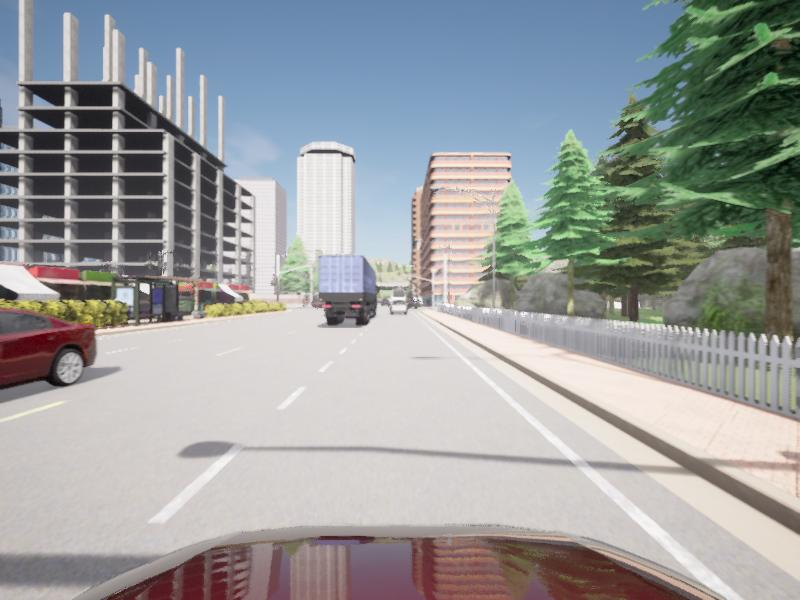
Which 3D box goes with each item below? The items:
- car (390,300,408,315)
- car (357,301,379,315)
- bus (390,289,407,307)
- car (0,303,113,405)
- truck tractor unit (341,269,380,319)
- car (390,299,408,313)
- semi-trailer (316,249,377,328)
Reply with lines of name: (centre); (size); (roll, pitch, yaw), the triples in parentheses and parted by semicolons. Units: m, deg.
car: (-0.117, 0.802, 43.742); (1.851, 1.617, 3.988); (0, 0, 0)
car: (-3.625, 0.851, 45.831); (2.128, 1.511, 4.902); (0, 0, 0)
bus: (-0.408, -0.501, 98.441); (3.944, 4.253, 10.273); (0, 0, 0)
car: (-7.001, 0.825, 5.950); (1.882, 1.535, 5.008); (0, 0, 0)
truck tractor unit: (-3.504, -0.488, 37.265); (3.053, 4.208, 6.516); (0, 0, -1)
car: (-0.113, 0.772, 49.994); (2.242, 1.667, 4.611); (0, 0, 0)
semi-trailer: (-3.387, -0.609, 29.347); (2.717, 4.402, 14.254); (0, 0, -1)
